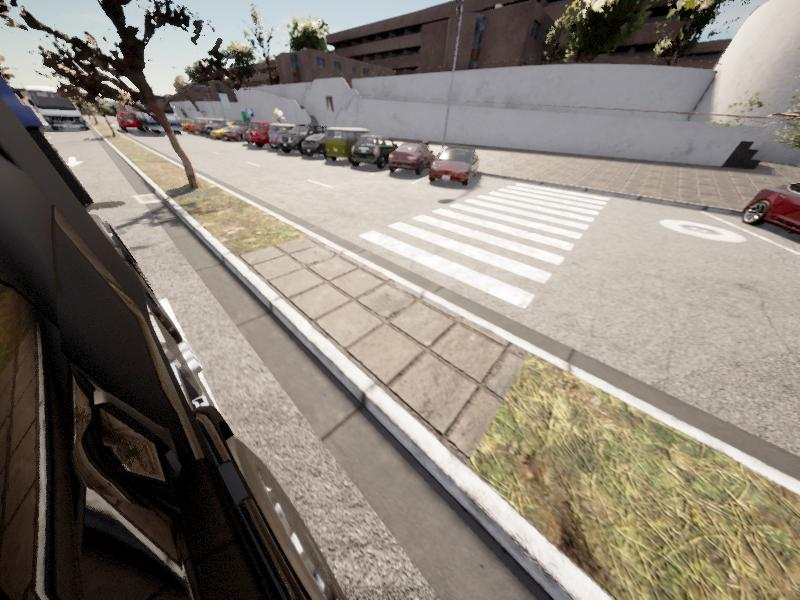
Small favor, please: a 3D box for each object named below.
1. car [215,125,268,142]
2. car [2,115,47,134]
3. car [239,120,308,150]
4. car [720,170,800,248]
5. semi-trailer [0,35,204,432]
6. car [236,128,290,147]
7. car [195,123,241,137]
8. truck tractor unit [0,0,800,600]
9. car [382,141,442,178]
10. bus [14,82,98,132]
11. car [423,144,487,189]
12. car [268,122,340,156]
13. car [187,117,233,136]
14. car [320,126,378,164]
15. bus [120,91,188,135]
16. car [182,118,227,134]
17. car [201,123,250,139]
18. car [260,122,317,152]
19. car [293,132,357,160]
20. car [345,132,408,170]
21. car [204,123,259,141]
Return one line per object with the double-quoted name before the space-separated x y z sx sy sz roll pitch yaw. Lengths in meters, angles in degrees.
"car" -18.898 -20.078 27.909 2.163 1.488 4.792 16 38 16
"car" -41.113 -19.318 25.410 4.181 1.385 1.994 31 45 31
"car" -12.280 -16.481 23.107 2.435 2.045 5.566 16 38 17
"car" 11.908 -2.127 5.968 2.163 1.488 4.792 16 38 16
"semi-trailer" -8.801 -3.540 4.112 14.254 4.402 2.717 27 44 29
"car" -14.500 -17.512 24.817 2.002 1.452 4.674 16 38 17
"car" -25.480 -23.974 32.593 2.002 1.452 4.674 16 38 16
"truck tractor unit" -2.645 -0.295 0.351 6.516 4.208 3.053 28 44 30
"car" 0.866 -8.562 13.867 2.002 1.452 4.674 16 38 17
"bus" -43.842 -24.711 29.855 10.273 4.253 3.944 31 45 31
"car" 3.073 -7.269 12.265 2.163 1.488 4.792 16 38 16
"car" -7.903 -13.891 19.932 2.435 2.045 5.566 16 38 16
"car" -27.693 -25.423 33.891 1.878 1.987 4.442 17 39 16
"car" -3.466 -11.395 16.929 1.878 1.987 4.442 16 38 17
"bus" -34.954 -26.487 32.853 10.273 4.253 3.944 31 45 31
"car" -29.871 -26.702 35.564 2.185 1.767 4.553 16 39 16
"car" -23.273 -22.699 31.065 2.163 1.488 4.792 16 38 16
"car" -10.133 -15.101 21.445 1.878 1.987 4.442 16 38 16
"car" -5.717 -12.425 18.536 2.231 1.521 4.892 16 38 17
"car" -1.331 -9.958 15.313 2.185 1.767 4.553 16 38 17
"car" -21.148 -21.312 29.326 1.946 1.575 5.366 16 38 16
